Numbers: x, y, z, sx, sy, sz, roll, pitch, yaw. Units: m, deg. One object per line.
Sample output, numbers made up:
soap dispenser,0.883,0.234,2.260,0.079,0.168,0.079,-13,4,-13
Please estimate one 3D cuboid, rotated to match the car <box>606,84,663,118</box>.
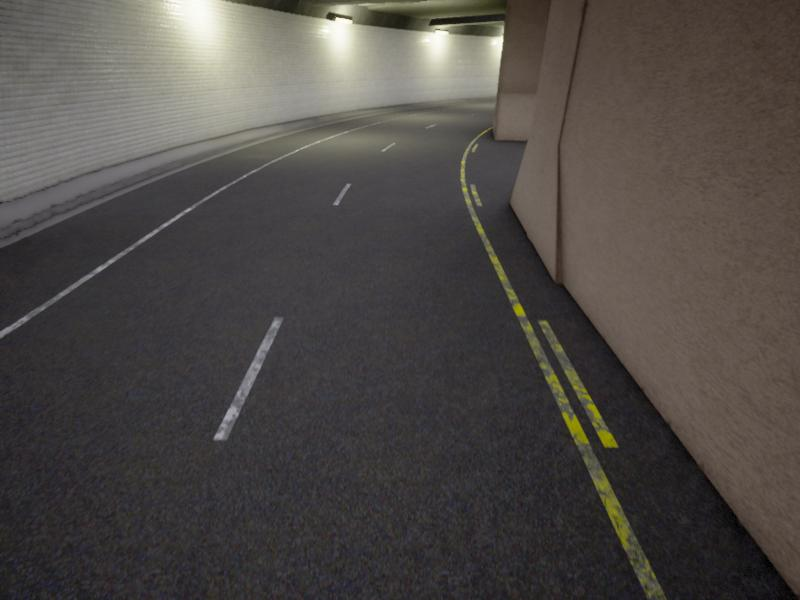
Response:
car,16.563,-14.073,28.208,1.932,1.855,4.605,25,38,36
